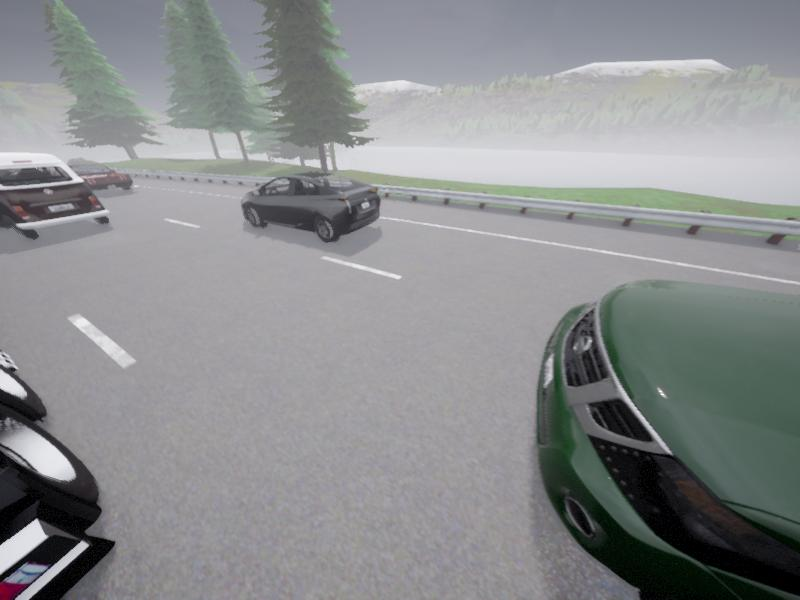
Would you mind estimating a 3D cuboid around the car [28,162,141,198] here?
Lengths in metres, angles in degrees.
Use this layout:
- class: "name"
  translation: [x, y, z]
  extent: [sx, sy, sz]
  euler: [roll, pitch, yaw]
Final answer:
- class: "car"
  translation: [-16.787, -6.498, 12.347]
  extent: [4.718, 1.301, 1.895]
  euler: [13, 37, 18]

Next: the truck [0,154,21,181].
- class: "truck"
  translation: [-31.441, -9.679, 16.362]
  extent: [6.274, 2.098, 2.390]
  euler: [10, 36, 14]

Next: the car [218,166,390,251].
- class: "car"
  translation: [-2.776, -2.965, 6.933]
  extent: [4.514, 1.525, 2.007]
  euler: [17, 38, 23]

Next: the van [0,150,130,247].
- class: "van"
  translation: [-11.411, -3.316, 7.083]
  extent: [4.480, 2.038, 2.069]
  euler: [15, 38, 21]

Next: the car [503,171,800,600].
- class: "car"
  translation: [3.645, 1.090, 0.608]
  extent: [5.566, 2.045, 2.150]
  euler: [18, 39, 24]

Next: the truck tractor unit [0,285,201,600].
- class: "truck tractor unit"
  translation: [-5.159, -0.248, 0.731]
  extent: [6.516, 4.208, 3.053]
  euler: [16, 39, 23]
